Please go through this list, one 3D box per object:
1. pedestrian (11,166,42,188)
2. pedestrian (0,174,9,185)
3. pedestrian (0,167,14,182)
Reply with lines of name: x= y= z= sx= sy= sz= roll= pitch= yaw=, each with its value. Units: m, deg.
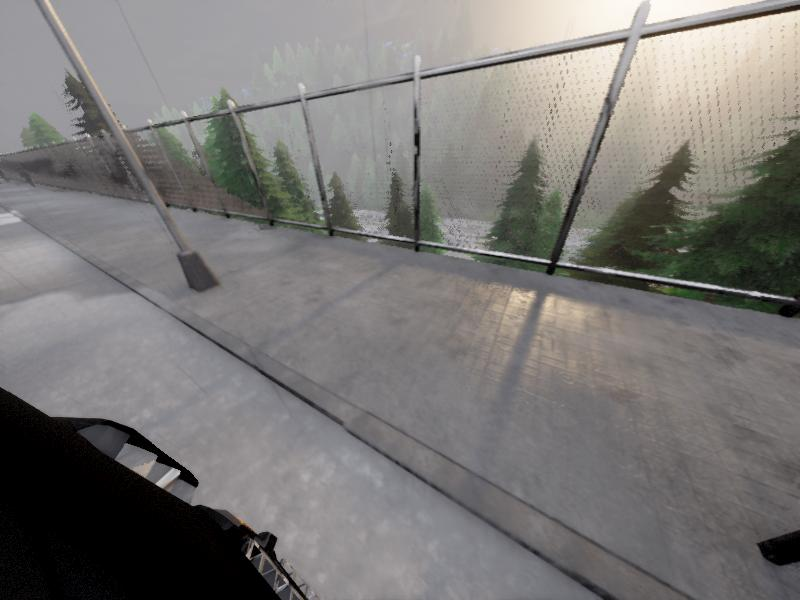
pedestrian: x=-37.602 y=-12.350 z=23.251 sx=0.751 sy=1.860 sz=0.751 roll=15 pitch=37 yaw=24
pedestrian: x=-50.290 y=-15.396 z=28.707 sx=0.751 sy=1.860 sz=0.751 roll=14 pitch=37 yaw=23
pedestrian: x=-55.941 y=-17.644 z=32.485 sx=0.751 sy=1.860 sz=0.751 roll=16 pitch=37 yaw=25
